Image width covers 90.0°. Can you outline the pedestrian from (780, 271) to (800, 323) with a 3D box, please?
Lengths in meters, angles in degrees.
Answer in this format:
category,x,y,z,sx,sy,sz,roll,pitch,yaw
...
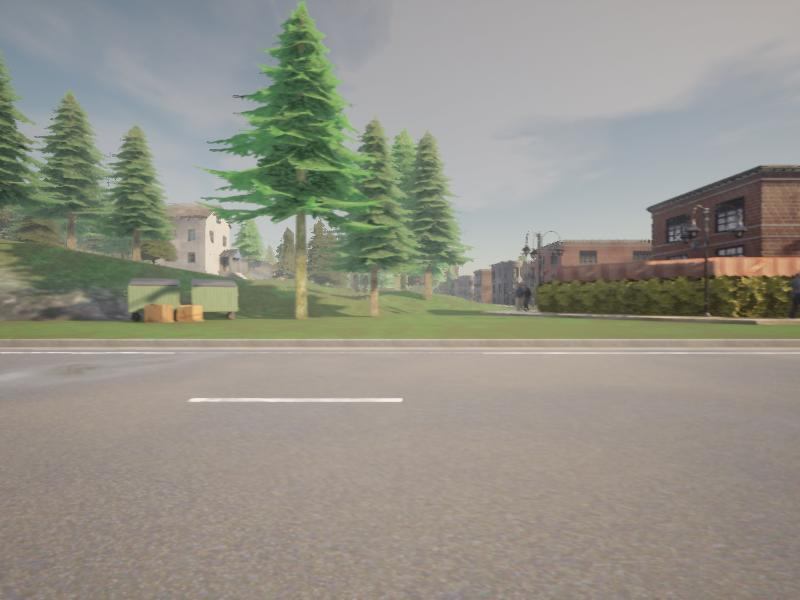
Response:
category,x,y,z,sx,sy,sz,roll,pitch,yaw
pedestrian,14.357,-0.111,14.430,0.751,1.860,0.751,0,0,23

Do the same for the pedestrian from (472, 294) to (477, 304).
category,x,y,z,sx,sy,sz,roll,pitch,yaw
pedestrian,13.454,-0.195,72.439,0.751,1.860,0.751,0,0,1

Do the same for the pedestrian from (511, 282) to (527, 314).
category,x,y,z,sx,sy,sz,roll,pitch,yaw
pedestrian,6.923,-0.113,23.263,0.751,1.860,0.751,0,0,27

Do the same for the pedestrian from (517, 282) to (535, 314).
category,x,y,z,sx,sy,sz,roll,pitch,yaw
pedestrian,7.491,-0.113,23.787,0.751,1.860,0.751,0,0,42
